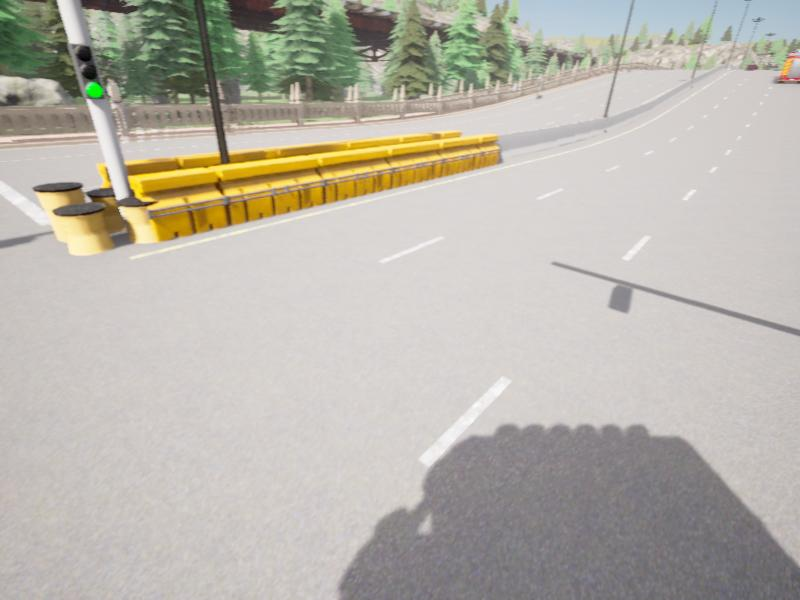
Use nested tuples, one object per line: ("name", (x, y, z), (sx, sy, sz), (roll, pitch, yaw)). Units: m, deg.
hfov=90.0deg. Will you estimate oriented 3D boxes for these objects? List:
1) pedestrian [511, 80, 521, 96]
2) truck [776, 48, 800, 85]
("pedestrian", (15.911, -29.070, 54.927), (0.751, 1.860, 0.751), (23, 35, 34))
("truck", (54.658, -32.201, 54.971), (2.891, 3.827, 8.468), (23, 41, 34))
